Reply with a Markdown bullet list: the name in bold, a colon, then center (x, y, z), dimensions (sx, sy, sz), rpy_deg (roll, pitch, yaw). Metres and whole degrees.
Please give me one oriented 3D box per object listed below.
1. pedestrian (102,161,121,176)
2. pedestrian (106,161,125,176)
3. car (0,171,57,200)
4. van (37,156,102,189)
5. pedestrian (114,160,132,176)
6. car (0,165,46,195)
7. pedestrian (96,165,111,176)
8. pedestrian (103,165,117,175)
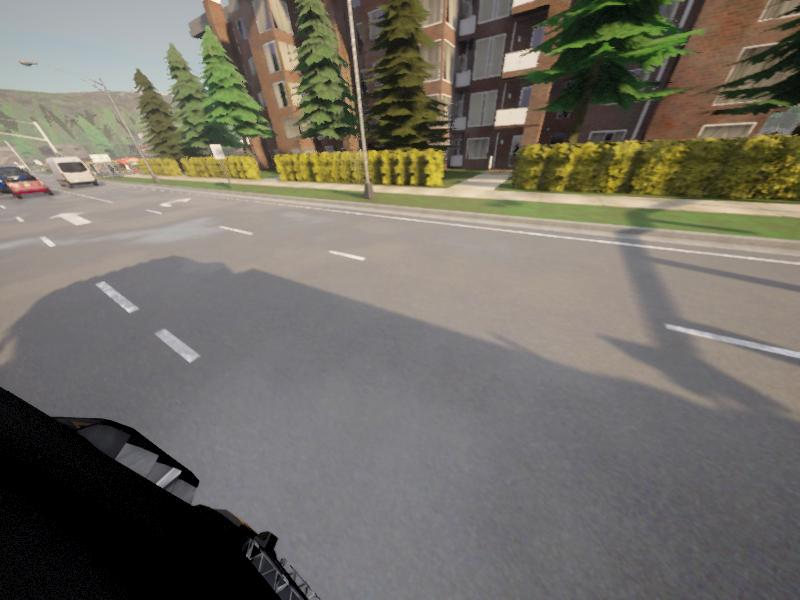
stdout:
- **pedestrian**: center (-41.609, -18.983, 33.319), dimensions (0.751, 1.860, 0.751), rpy_deg (-10, 34, -11)
- **pedestrian**: center (-40.387, -18.727, 32.851), dimensions (0.751, 1.860, 0.751), rpy_deg (13, 37, 22)
- **car**: center (-28.903, -8.860, 17.776), dimensions (3.988, 1.617, 1.851), rpy_deg (17, 38, 27)
- **van**: center (-32.788, -12.676, 22.939), dimensions (5.915, 2.561, 1.988), rpy_deg (17, 38, 26)
- **pedestrian**: center (-39.627, -18.899, 33.059), dimensions (0.751, 1.860, 0.751), rpy_deg (18, 39, 28)
- **car**: center (-35.024, -10.882, 20.837), dimensions (5.566, 2.045, 2.150), rpy_deg (17, 38, 26)
- **pedestrian**: center (-44.877, -19.601, 34.977), dimensions (0.751, 1.300, 0.751), rpy_deg (14, 37, 23)
- **pedestrian**: center (-44.290, -19.816, 35.260), dimensions (0.751, 1.300, 0.751), rpy_deg (22, 41, 32)
